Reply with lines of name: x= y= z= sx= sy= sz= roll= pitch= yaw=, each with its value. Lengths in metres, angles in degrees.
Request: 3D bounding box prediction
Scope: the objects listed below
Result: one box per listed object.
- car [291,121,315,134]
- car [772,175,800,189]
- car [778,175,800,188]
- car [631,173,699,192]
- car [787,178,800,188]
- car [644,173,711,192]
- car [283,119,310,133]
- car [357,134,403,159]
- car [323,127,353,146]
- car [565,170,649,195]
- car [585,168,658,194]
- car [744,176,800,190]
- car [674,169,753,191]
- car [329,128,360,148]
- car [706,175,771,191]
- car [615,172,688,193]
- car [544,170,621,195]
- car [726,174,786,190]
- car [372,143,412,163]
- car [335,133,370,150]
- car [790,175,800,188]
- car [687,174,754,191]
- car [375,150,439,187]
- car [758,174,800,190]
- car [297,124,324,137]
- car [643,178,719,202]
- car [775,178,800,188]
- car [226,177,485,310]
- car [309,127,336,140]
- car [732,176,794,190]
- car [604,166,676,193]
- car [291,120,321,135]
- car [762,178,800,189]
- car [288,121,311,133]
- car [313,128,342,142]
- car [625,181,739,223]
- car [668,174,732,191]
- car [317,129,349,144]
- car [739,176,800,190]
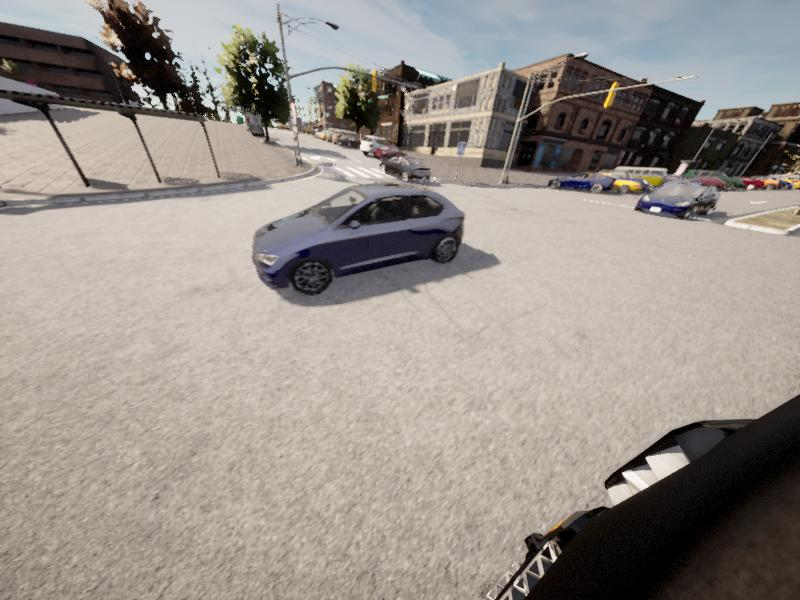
car: x=-22.788 y=-40.518 z=54.332 sx=2.185 sy=1.767 sz=4.553 roll=29 pitch=39 yaw=26
car: x=71.121 y=-21.042 z=41.233 sx=1.878 sy=1.987 sz=4.442 roll=-23 pitch=39 yaw=-35
car: x=76.635 y=-22.052 z=43.250 sx=2.435 sy=2.045 sz=5.566 roll=-23 pitch=40 yaw=-35
car: x=29.271 y=-13.160 z=25.742 sx=4.674 sy=1.452 sz=2.002 roll=29 pitch=41 yaw=36
car: x=79.450 y=-22.296 z=44.340 sx=2.097 sy=1.535 sz=5.008 roll=-23 pitch=39 yaw=-35
car: x=32.011 y=-13.737 z=26.887 sx=2.002 sy=1.452 sz=4.674 roll=-26 pitch=42 yaw=-38
car: x=-25.959 y=-43.780 z=58.210 sx=2.435 sy=2.045 sz=5.566 roll=26 pitch=37 yaw=29
car: x=-2.384 y=-18.898 z=28.629 sx=2.435 sy=2.045 sz=5.566 roll=30 pitch=40 yaw=27
car: x=-10.243 y=-27.191 z=38.439 sx=1.878 sy=1.987 sz=4.442 roll=31 pitch=40 yaw=27
car: x=18.529 y=-10.745 z=20.933 sx=5.366 sy=1.575 sz=1.946 roll=28 pitch=39 yaw=35
car: x=21.085 y=-11.542 z=22.185 sx=4.553 sy=1.767 sz=2.185 roll=28 pitch=40 yaw=35
car: x=62.477 y=-19.562 z=38.593 sx=1.946 sy=1.575 sz=5.366 roll=-23 pitch=40 yaw=-35
car: x=40.309 y=-15.639 z=30.049 sx=2.435 sy=2.045 sz=5.566 roll=-25 pitch=41 yaw=-37
car: x=-8.684 y=-25.514 z=36.457 sx=1.878 sy=1.987 sz=4.442 roll=30 pitch=40 yaw=27
car: x=48.603 y=-17.015 z=33.396 sx=2.097 sy=1.535 sz=5.008 roll=-25 pitch=41 yaw=-36
car: x=26.538 y=-12.617 z=24.581 sx=4.892 sy=1.521 sz=2.231 roll=29 pitch=40 yaw=35
car: x=15.651 y=-10.264 z=20.007 sx=4.792 sy=1.488 sz=2.163 roll=28 pitch=40 yaw=34
car: x=54.207 y=-18.123 z=35.385 sx=2.185 sy=1.767 sz=4.553 roll=-24 pitch=41 yaw=-36
car: x=-0.877 y=-16.980 z=26.803 sx=2.002 sy=1.452 sz=4.674 roll=30 pitch=40 yaw=27
car: x=-7.099 y=-23.703 z=34.688 sx=2.231 sy=1.521 sz=4.892 roll=30 pitch=40 yaw=27
car: x=82.244 y=-22.984 z=45.191 sx=2.435 sy=2.045 sz=5.566 roll=-23 pitch=40 yaw=-35
car: x=43.043 y=-15.975 z=31.283 sx=2.097 sy=1.535 sz=5.008 roll=-25 pitch=41 yaw=-37
car: x=0.316 y=-9.976 z=17.417 sx=2.128 sy=1.511 sz=4.902 roll=-18 pitch=45 yaw=-32
car: x=65.501 y=-20.103 z=39.277 sx=1.878 sy=1.987 sz=4.442 roll=-23 pitch=40 yaw=-35
car: x=-19.476 y=-37.159 z=50.615 sx=1.946 sy=1.575 sz=5.366 roll=29 pitch=40 yaw=26
car: x=22.202 y=-8.753 z=18.245 sx=5.357 sy=1.411 sz=2.033 roll=-13 pitch=36 yaw=-23
car: x=73.839 y=-21.364 z=42.397 sx=2.097 sy=1.535 sz=5.008 roll=-22 pitch=39 yaw=-35
car: x=-0.660 y=-1.448 z=4.618 sx=4.193 sy=1.474 sz=1.816 roll=-16 pitch=39 yaw=-24
car: x=-14.888 y=-32.049 z=44.612 sx=2.002 sy=1.452 sz=4.674 roll=30 pitch=40 yaw=27
car: x=56.998 y=-18.513 z=36.476 sx=2.231 sy=1.521 sz=4.892 roll=-24 pitch=40 yaw=-35
car: x=23.911 y=-12.171 z=23.227 sx=4.442 sy=1.987 sz=1.878 roll=28 pitch=40 yaw=35
car: x=-21.158 y=-38.942 z=52.287 sx=2.435 sy=2.045 sz=5.566 roll=30 pitch=40 yaw=26
car: x=68.199 y=-20.415 z=40.479 sx=2.163 sy=1.488 sz=4.792 roll=-23 pitch=40 yaw=-35
car: x=-24.350 y=-42.162 z=56.334 sx=2.185 sy=1.767 sz=4.553 roll=27 pitch=38 yaw=27
car: x=-13.315 y=-30.375 z=42.637 sx=2.002 sy=1.452 sz=4.674 roll=30 pitch=40 yaw=26
car: x=14.476 y=-5.196 z=11.906 sx=4.792 sy=1.488 sz=2.163 roll=-13 pitch=36 yaw=-24
car: x=37.510 y=-14.853 z=29.115 sx=2.002 sy=1.452 sz=4.674 roll=-26 pitch=42 yaw=-37
car: x=-11.643 y=-28.806 z=40.757 sx=1.946 sy=1.575 sz=5.366 roll=30 pitch=40 yaw=27
car: x=59.795 y=-19.011 z=37.497 sx=2.097 sy=1.535 sz=5.008 roll=-23 pitch=40 yaw=-36
